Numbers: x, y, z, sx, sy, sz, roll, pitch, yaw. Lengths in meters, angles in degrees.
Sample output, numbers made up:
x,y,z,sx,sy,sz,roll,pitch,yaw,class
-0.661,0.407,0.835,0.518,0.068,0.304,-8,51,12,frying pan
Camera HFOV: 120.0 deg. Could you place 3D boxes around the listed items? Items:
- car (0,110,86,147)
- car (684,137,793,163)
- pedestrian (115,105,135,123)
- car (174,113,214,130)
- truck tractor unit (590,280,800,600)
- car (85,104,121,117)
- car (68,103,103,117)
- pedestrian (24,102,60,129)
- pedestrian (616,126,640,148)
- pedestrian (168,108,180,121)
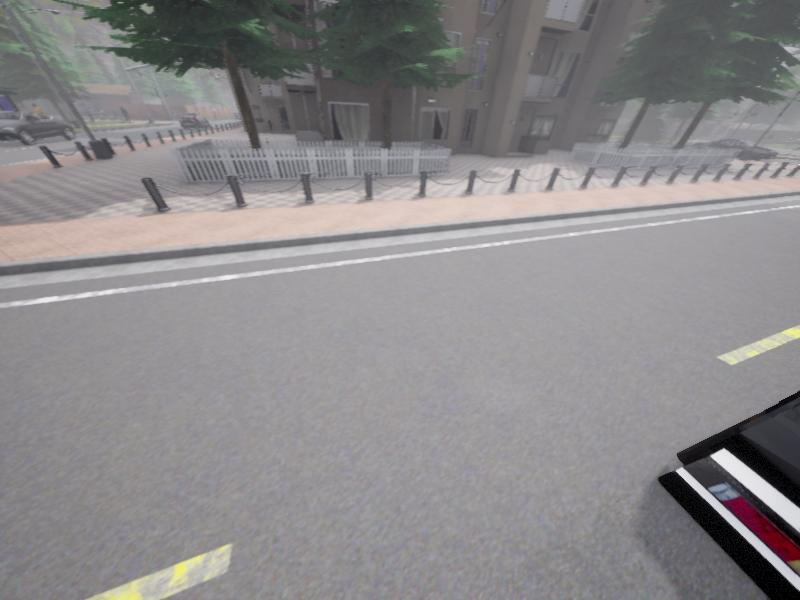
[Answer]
x,y,z,sx,sy,sz,roll,pitch,yaw,class
-24.263,-11.189,14.974,2.152,1.651,5.027,-9,40,-14,car
30.524,-13.859,21.177,2.033,1.411,5.357,-10,40,-14,car
-37.756,-25.506,31.734,0.751,1.860,0.751,-11,40,-16,pedestrian
-25.885,-22.643,29.280,2.038,1.542,4.974,-9,40,-13,car
5.303,-0.041,0.428,6.516,4.208,3.053,-10,40,-14,truck tractor unit
-58.097,-37.157,45.329,1.932,1.855,4.605,-10,40,-15,car
-60.380,-36.510,44.412,1.905,1.878,3.866,-10,40,-15,car
-33.192,-17.100,21.451,0.751,1.860,0.751,-11,40,-16,pedestrian
24.205,-17.351,24.576,0.751,1.860,0.751,-1,39,-4,pedestrian
-42.578,-34.986,43.567,0.751,1.860,0.751,-10,40,-15,pedestrian
